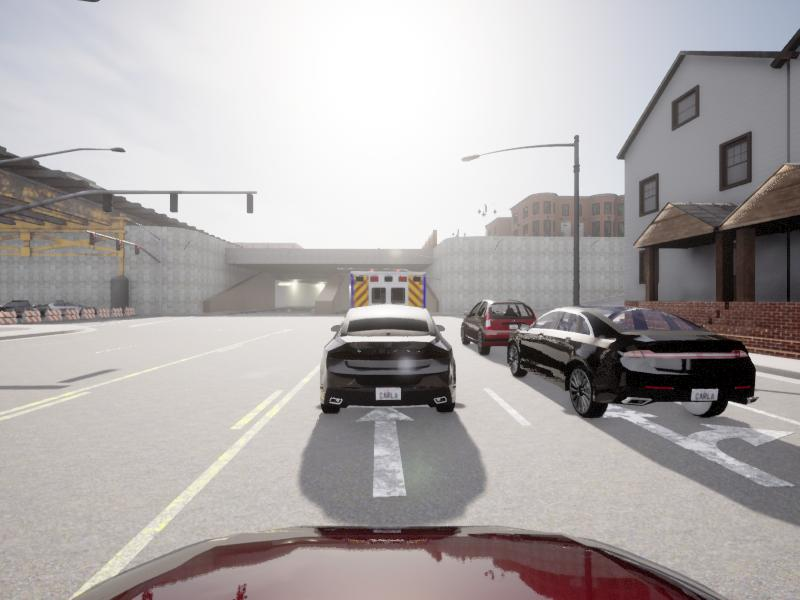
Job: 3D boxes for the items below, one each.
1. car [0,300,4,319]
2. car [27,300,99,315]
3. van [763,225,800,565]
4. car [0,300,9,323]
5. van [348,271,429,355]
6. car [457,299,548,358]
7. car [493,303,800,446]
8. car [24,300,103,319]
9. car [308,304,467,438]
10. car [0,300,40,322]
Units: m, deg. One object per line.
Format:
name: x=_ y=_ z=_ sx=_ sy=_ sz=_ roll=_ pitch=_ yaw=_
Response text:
car: x=-29.000 y=0.638 z=25.964 sx=1.853 sy=1.218 sz=4.536 roll=0 pitch=0 yaw=42
car: x=-30.092 y=0.638 z=35.903 sx=1.853 sy=1.218 sz=4.536 roll=0 pitch=0 yaw=27
van: x=3.492 y=0.572 z=0.423 sx=2.069 sy=2.038 sz=4.480 roll=0 pitch=0 yaw=-2
car: x=-28.966 y=0.796 z=26.003 sx=2.038 sy=1.542 sz=4.974 roll=0 pitch=0 yaw=42
van: x=-0.436 y=0.378 z=14.773 sx=2.351 sy=2.431 sz=6.366 roll=0 pitch=0 yaw=-2
car: x=3.116 y=0.788 z=13.044 sx=1.851 sy=1.617 sz=3.988 roll=0 pitch=0 yaw=-2
car: x=3.293 y=0.836 z=6.852 sx=2.128 sy=1.511 sz=4.902 roll=0 pitch=0 yaw=-2
car: x=-30.069 y=0.796 z=35.949 sx=2.038 sy=1.542 sz=4.974 roll=0 pitch=0 yaw=27
car: x=-0.209 y=0.844 z=7.073 sx=1.837 sy=1.490 sz=4.892 roll=0 pitch=0 yaw=-2
car: x=-29.116 y=0.796 z=30.609 sx=2.038 sy=1.542 sz=4.974 roll=0 pitch=0 yaw=-38
